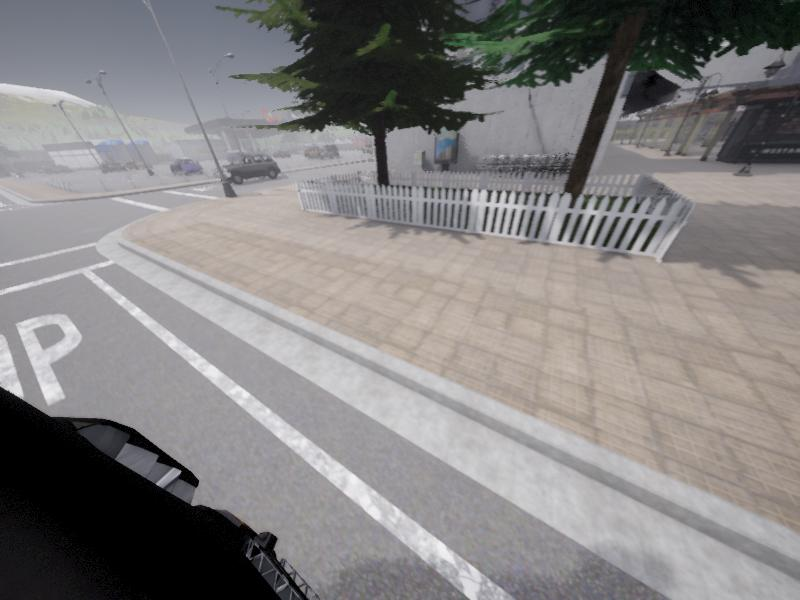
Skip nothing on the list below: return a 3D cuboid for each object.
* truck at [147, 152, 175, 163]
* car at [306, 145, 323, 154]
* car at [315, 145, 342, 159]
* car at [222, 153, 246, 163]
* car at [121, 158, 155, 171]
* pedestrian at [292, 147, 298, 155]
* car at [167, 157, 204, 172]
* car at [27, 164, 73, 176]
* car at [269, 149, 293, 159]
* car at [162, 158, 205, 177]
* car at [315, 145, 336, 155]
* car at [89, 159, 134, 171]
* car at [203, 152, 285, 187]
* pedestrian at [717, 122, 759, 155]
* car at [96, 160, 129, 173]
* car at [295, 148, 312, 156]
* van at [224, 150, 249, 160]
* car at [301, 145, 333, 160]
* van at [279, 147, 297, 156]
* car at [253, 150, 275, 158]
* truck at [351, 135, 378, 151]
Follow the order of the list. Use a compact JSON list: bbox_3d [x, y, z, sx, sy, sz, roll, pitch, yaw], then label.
[{"bbox_3d":[-76.852,-45.960,74.405,2.627,2.467,5.204,18,40,27],"label":"truck"},{"bbox_3d":[-23.813,-41.726,64.213,3.866,1.878,1.905,17,39,27],"label":"car"},{"bbox_3d":[-12.288,-25.386,39.571,3.866,1.878,1.905,17,39,27],"label":"car"},{"bbox_3d":[-31.135,-26.701,43.388,3.633,1.501,1.845,17,39,27],"label":"car"},{"bbox_3d":[-43.844,-22.762,38.681,5.027,1.636,2.152,17,39,27],"label":"car"},{"bbox_3d":[-31.241,-44.447,68.862,0.751,1.860,0.751,17,39,27],"label":"pedestrian"},{"bbox_3d":[-28.003,-17.711,30.197,3.806,1.475,1.970,17,39,27],"label":"car"},{"bbox_3d":[-61.864,-23.135,40.944,1.816,1.474,4.193,17,39,27],"label":"car"},{"bbox_3d":[-25.897,-31.734,50.251,4.514,1.523,2.007,17,39,27],"label":"car"},{"bbox_3d":[-23.228,-14.260,24.790,3.633,1.501,1.845,17,39,27],"label":"car"},{"bbox_3d":[-18.815,-37.977,58.411,4.605,1.855,1.932,17,39,27],"label":"car"},{"bbox_3d":[-57.722,-27.155,46.323,1.930,1.638,5.238,17,39,27],"label":"car"},{"bbox_3d":[-11.808,-10.246,17.922,1.932,1.855,4.605,17,39,27],"label":"car"},{"bbox_3d":[23.774,-11.331,16.299,0.751,1.860,0.751,-15,36,-17],"label":"pedestrian"},{"bbox_3d":[-45.432,-21.163,36.498,4.514,1.523,2.007,17,39,27],"label":"car"},{"bbox_3d":[-26.052,-39.982,62.356,3.806,1.475,1.970,17,39,27],"label":"car"},{"bbox_3d":[-42.691,-37.892,60.395,2.069,2.038,4.480,17,39,27],"label":"van"},{"bbox_3d":[-13.448,-23.798,37.392,4.605,1.855,1.932,17,39,27],"label":"car"},{"bbox_3d":[-34.483,-45.701,71.137,1.775,1.987,4.442,17,39,27],"label":"van"},{"bbox_3d":[-38.614,-41.588,65.835,2.038,1.542,4.974,17,39,27],"label":"car"},{"bbox_3d":[-11.662,-51.416,75.684,8.468,3.827,2.891,17,39,27],"label":"truck"}]
